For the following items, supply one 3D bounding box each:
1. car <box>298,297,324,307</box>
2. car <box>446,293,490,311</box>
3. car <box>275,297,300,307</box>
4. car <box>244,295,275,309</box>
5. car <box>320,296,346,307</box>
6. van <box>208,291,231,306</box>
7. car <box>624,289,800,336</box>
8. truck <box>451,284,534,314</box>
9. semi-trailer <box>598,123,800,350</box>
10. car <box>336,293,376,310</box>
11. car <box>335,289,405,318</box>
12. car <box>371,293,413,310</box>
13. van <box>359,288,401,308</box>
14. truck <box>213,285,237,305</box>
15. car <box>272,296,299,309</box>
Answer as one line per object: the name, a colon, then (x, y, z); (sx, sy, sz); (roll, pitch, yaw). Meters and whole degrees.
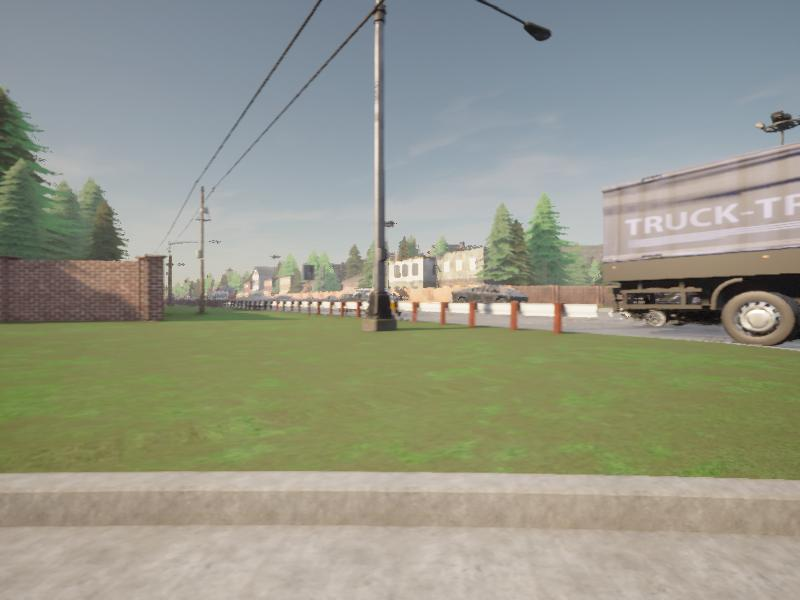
car: (-13.515, 0.291, 60.646); (2.033, 1.411, 5.357); (0, 0, -34)
car: (6.393, 0.181, 37.735); (1.851, 1.617, 3.988); (0, 0, -34)
car: (-16.692, 0.292, 59.090); (2.033, 1.411, 5.357); (0, 0, -34)
car: (-16.114, 0.250, 45.849); (2.163, 1.488, 4.792); (0, 0, -34)
car: (-10.533, 0.167, 62.487); (1.930, 1.638, 5.238); (0, 1, -34)
van: (-29.691, -0.226, 65.697); (2.351, 2.431, 6.366); (0, 0, -34)
car: (10.375, 0.339, 13.317); (1.895, 1.301, 4.718); (0, 0, -34)
truck: (6.892, -0.064, 30.807); (2.390, 2.098, 6.274); (0, 0, -34)
semi-trailer: (10.683, -1.222, 5.981); (2.717, 4.402, 14.254); (0, 0, -36)
car: (-4.588, 0.152, 41.392); (2.242, 1.667, 4.611); (0, 0, -34)
car: (-2.029, 0.178, 25.254); (2.152, 1.651, 5.027); (0, 0, -34)
car: (-0.957, 0.166, 42.285); (1.930, 1.638, 5.238); (0, 0, -34)
van: (-2.671, -0.228, 50.986); (2.351, 2.431, 6.366); (0, 0, -34)
truck: (-34.983, -0.924, 79.629); (2.891, 3.827, 8.468); (0, 0, -34)
car: (-14.109, 0.242, 49.116); (1.837, 1.490, 4.892); (0, 0, -34)
